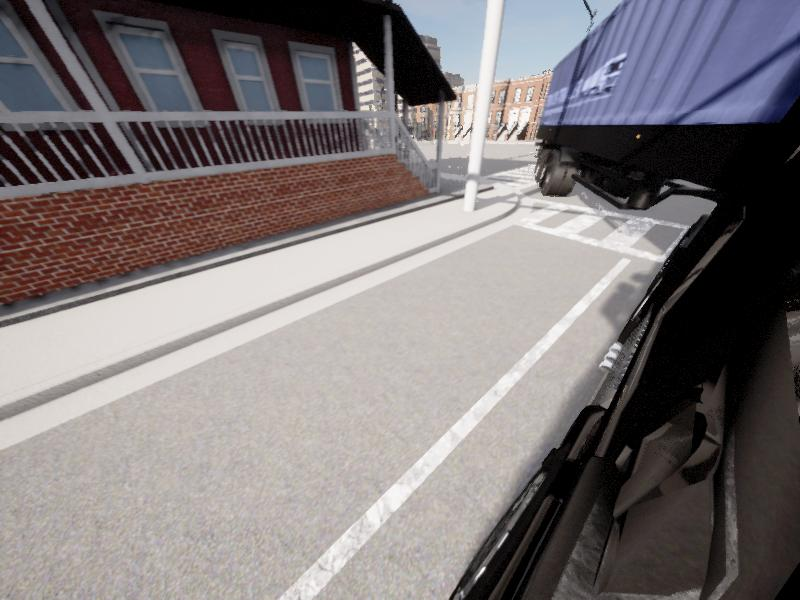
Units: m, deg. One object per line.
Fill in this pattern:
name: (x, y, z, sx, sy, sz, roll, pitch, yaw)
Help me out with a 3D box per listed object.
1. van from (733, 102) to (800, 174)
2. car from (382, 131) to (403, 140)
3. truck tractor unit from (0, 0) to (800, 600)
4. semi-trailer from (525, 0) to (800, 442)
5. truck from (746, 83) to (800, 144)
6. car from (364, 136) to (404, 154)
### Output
van: (19.515, -6.554, 9.214, 6.366, 2.431, 2.351, 11, 39, 18)
car: (-1.759, -42.307, 59.304, 5.238, 1.638, 1.930, -27, 43, -29)
truck tractor unit: (2.645, -0.295, 0.351, 6.516, 4.208, 3.053, -28, 44, -30)
semi-trailer: (5.968, -4.622, 5.781, 2.717, 4.402, 14.254, 10, 39, 15)
truck: (34.506, -16.329, 20.239, 8.468, 3.827, 2.891, -27, 43, -29)
car: (-1.936, -18.192, 26.970, 2.038, 1.542, 4.974, -27, 43, -29)
